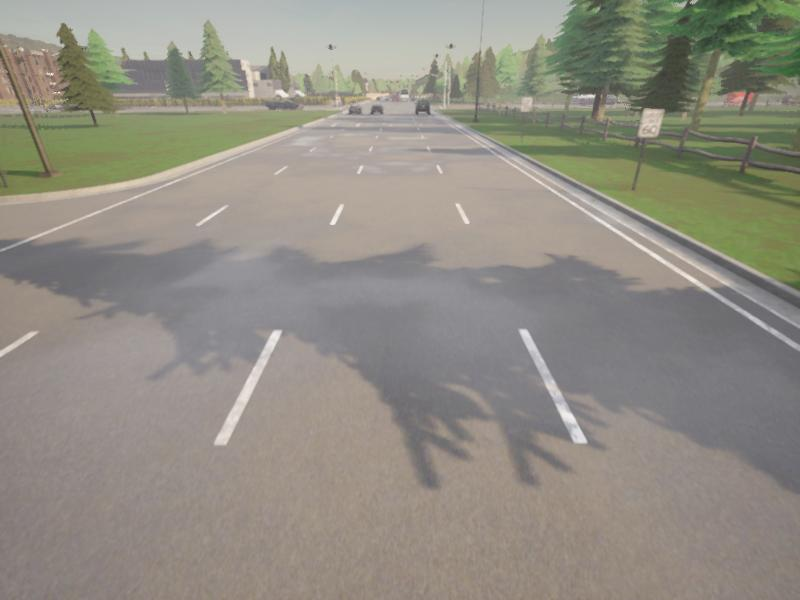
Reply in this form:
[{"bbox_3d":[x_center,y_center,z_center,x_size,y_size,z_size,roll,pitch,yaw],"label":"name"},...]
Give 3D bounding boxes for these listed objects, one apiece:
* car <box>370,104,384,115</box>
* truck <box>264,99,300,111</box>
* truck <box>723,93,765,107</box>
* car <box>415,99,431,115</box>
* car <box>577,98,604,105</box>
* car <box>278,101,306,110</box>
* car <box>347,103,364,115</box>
[{"bbox_3d":[-3.546,-29.892,62.632,1.837,1.490,4.892,0,27,0],"label":"car"},{"bbox_3d":[-23.510,-38.898,79.646,6.274,2.098,2.390,-1,27,0],"label":"truck"},{"bbox_3d":[68.680,-39.987,79.967,5.204,2.467,2.627,0,27,1],"label":"truck"},{"bbox_3d":[3.452,-29.737,61.634,2.150,2.045,5.566,0,27,0],"label":"car"},{"bbox_3d":[46.075,-47.948,96.811,5.357,1.411,2.033,-1,27,0],"label":"car"},{"bbox_3d":[-22.366,-40.312,82.874,5.027,1.651,2.152,-1,27,0],"label":"car"},{"bbox_3d":[-7.047,-30.332,63.519,2.128,1.511,4.902,0,27,0],"label":"car"}]
